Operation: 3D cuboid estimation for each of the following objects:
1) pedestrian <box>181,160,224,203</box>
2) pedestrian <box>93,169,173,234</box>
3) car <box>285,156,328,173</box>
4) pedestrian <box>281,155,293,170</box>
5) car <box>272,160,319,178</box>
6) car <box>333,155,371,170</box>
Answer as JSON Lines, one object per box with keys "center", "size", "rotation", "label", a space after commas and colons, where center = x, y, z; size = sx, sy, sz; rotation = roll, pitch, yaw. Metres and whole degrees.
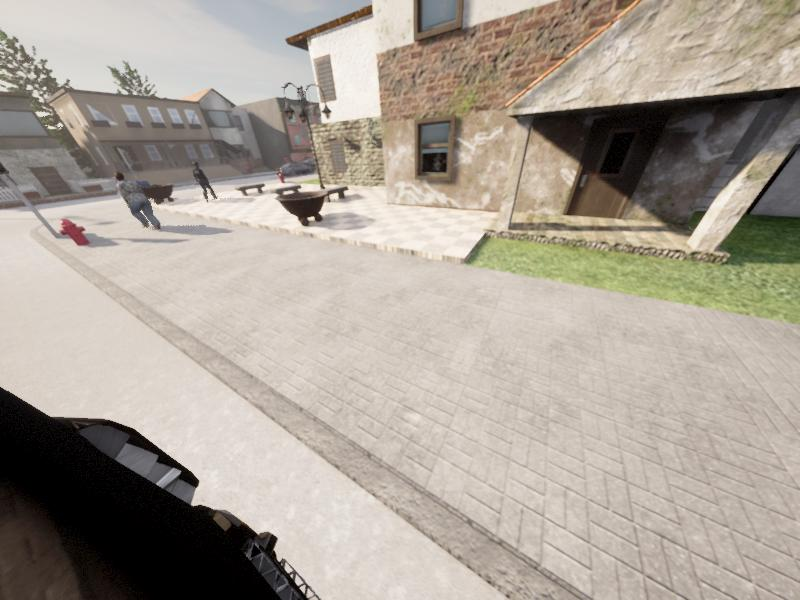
{"center": [-10.023, -6.046, 11.800], "size": [0.751, 1.860, 0.751], "rotation": [-6, 34, -4], "label": "pedestrian"}
{"center": [-8.793, -3.258, 7.701], "size": [0.751, 1.860, 0.751], "rotation": [7, 35, 15], "label": "pedestrian"}
{"center": [-12.467, -18.395, 31.308], "size": [1.930, 1.638, 5.238], "rotation": [15, 37, 25], "label": "car"}
{"center": [-16.316, -19.812, 33.336], "size": [0.751, 1.860, 0.751], "rotation": [11, 36, 20], "label": "pedestrian"}
{"center": [-11.508, -14.624, 25.782], "size": [1.994, 1.385, 4.181], "rotation": [17, 38, 27], "label": "car"}
{"center": [-6.666, -19.672, 32.976], "size": [2.033, 1.411, 5.357], "rotation": [18, 39, 28], "label": "car"}
